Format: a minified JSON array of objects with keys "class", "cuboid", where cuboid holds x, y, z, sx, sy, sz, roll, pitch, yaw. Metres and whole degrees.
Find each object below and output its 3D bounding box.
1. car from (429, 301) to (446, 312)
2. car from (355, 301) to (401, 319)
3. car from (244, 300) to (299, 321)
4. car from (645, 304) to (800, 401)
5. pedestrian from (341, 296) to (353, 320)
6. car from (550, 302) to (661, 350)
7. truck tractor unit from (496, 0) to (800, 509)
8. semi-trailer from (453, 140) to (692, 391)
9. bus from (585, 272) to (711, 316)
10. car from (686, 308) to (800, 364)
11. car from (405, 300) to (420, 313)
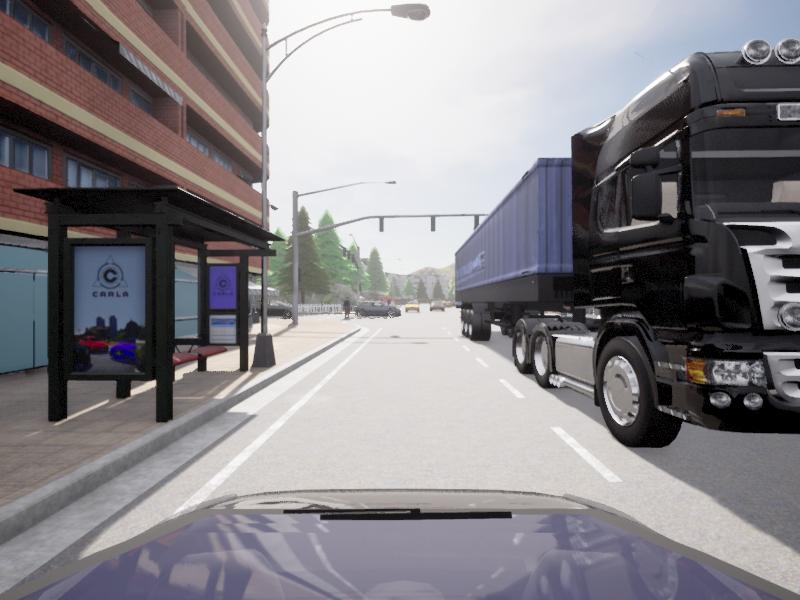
[{"class":"car","cuboid":[5.242,0.853,56.793,2.163,1.488,4.792,0,0,2]},{"class":"car","cuboid":[-1.810,0.819,34.172,3.806,1.475,1.970,0,0,-1]},{"class":"car","cuboid":[-9.648,0.763,30.276,3.705,1.549,1.789,0,0,-10]},{"class":"car","cuboid":[7.280,0.845,8.035,1.837,1.490,4.892,0,0,2]},{"class":"pedestrian","cuboid":[-4.131,0.587,31.337,0.751,1.860,0.751,0,0,7]},{"class":"car","cuboid":[7.494,0.845,15.241,1.837,1.490,4.892,0,0,2]},{"class":"truck tractor unit","cuboid":[3.726,-0.515,6.257,3.053,4.208,6.516,0,0,2]},{"class":"semi-trailer","cuboid":[3.960,-0.617,14.165,2.717,4.402,14.254,0,0,2]},{"class":"bus","cuboid":[24.878,-0.588,40.654,10.273,4.253,3.944,0,0,1]},{"class":"car","cuboid":[10.890,0.944,11.627,1.895,1.301,4.718,0,0,2]},{"class":"car","cuboid":[1.651,0.803,52.279,1.801,1.575,5.366,0,0,3]}]
